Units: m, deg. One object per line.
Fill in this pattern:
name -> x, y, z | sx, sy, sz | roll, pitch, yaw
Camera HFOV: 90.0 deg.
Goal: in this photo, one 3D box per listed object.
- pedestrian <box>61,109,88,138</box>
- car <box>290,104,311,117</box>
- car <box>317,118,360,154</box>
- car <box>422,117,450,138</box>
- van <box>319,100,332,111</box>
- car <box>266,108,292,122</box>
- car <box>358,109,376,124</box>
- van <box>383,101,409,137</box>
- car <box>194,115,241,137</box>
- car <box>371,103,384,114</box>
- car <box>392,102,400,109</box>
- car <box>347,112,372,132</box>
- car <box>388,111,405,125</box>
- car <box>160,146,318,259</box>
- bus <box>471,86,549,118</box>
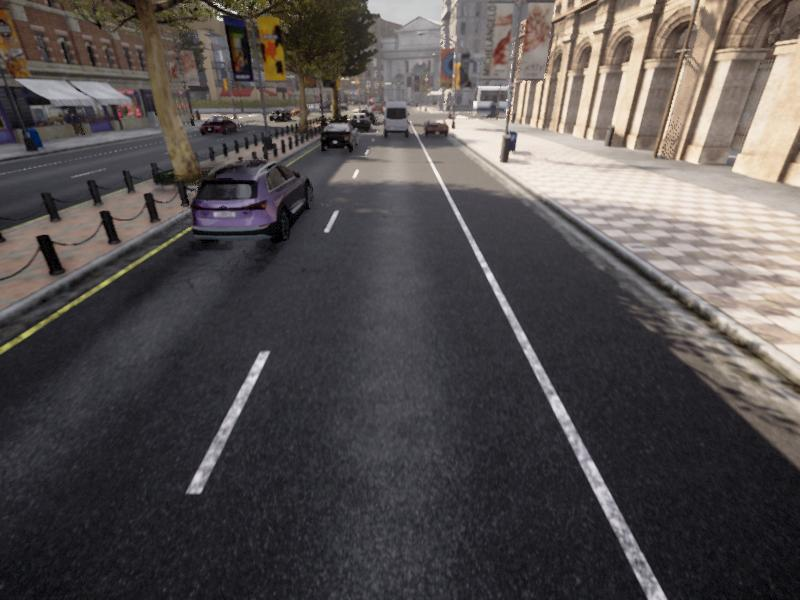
pedestrian -> -23.832, -12.939, 29.318 | 0.751, 1.860, 0.751 | 2, 27, 4
car -> -15.596, -29.903, 63.077 | 2.242, 1.667, 4.611 | 0, 27, -1
car -> -3.727, -10.375, 25.074 | 1.930, 1.638, 5.238 | 0, 27, -1
car -> 2.940, -14.521, 33.575 | 1.895, 1.301, 4.718 | 0, 27, -1
van -> -15.811, -41.274, 84.917 | 1.775, 1.987, 4.442 | 0, 27, -1
car -> -15.198, -23.351, 50.503 | 1.970, 1.475, 3.806 | 2, 27, 3
car -> -3.966, -22.479, 48.852 | 1.837, 1.490, 4.892 | 0, 27, -1
van -> -0.309, -15.403, 33.915 | 1.988, 2.561, 5.915 | 0, 26, -1
car -> -15.321, -14.751, 33.836 | 1.994, 1.385, 4.181 | 0, 27, -1
car -> -4.219, -36.238, 75.563 | 2.152, 1.651, 5.027 | 0, 27, -1
car -> -0.958, -49.199, 101.140 | 1.994, 1.385, 4.181 | 0, 27, -1
car -> -3.859, -17.199, 38.570 | 1.970, 1.475, 3.806 | 0, 27, 0
car -> -0.445, -21.598, 47.374 | 1.895, 1.301, 4.718 | 0, 27, -1
car -> -3.581, -2.721, 10.154 | 2.033, 1.649, 4.856 | 0, 28, -1
bus -> 16.230, -29.690, 60.038 | 10.273, 4.253, 3.944 | -1, 27, -1
